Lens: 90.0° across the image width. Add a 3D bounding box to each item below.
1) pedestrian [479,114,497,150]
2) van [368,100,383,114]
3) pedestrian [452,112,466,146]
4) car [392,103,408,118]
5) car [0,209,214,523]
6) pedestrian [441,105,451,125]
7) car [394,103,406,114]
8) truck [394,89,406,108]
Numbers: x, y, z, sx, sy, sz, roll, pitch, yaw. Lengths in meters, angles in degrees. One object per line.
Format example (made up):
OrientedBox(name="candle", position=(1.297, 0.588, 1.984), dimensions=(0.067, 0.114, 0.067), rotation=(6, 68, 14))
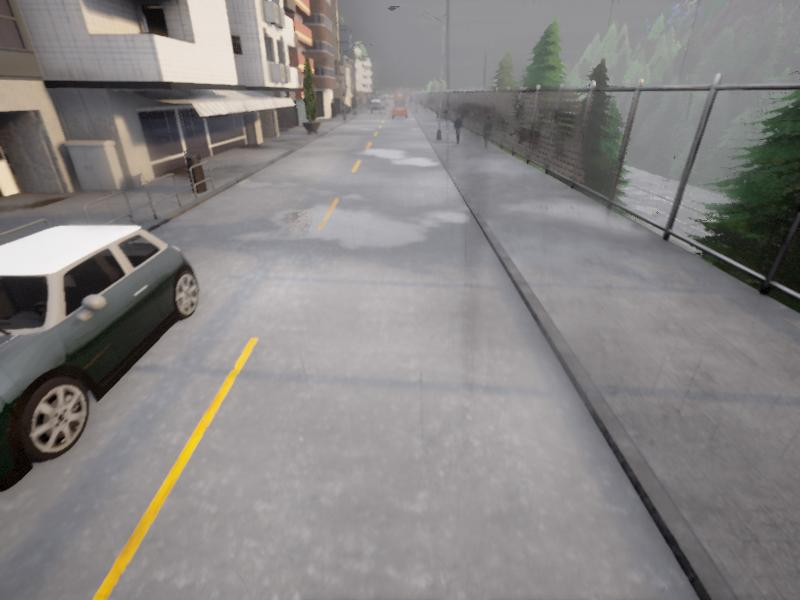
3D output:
OrientedBox(name="pedestrian", position=(5.048, -9.708, 23.142), dimensions=(0.751, 1.860, 0.751), rotation=(3, 27, 4))
OrientedBox(name="van", position=(-4.001, -31.837, 65.898), dimensions=(2.069, 2.038, 4.480), rotation=(0, 27, 0))
OrientedBox(name="pedestrian", position=(3.672, -10.691, 25.021), dimensions=(0.751, 1.860, 0.751), rotation=(4, 27, 6))
OrientedBox(name="car", position=(-0.003, -26.802, 56.481), dimensions=(2.097, 1.767, 4.553), rotation=(0, 27, 0))
OrientedBox(name="car", position=(-4.005, 0.216, 4.484), dimensions=(1.970, 1.475, 3.806), rotation=(0, 27, 0))
OrientedBox(name="pedestrian", position=(4.800, -19.312, 41.721), dimensions=(0.751, 1.860, 0.751), rotation=(-4, 28, -9))
OrientedBox(name="car", position=(-0.005, -34.597, 72.064), dimensions=(2.152, 1.651, 5.027), rotation=(0, 27, 0))
OrientedBox(name="truck", position=(0.011, -49.686, 98.545), dimensions=(2.891, 3.827, 8.468), rotation=(0, 27, 0))
